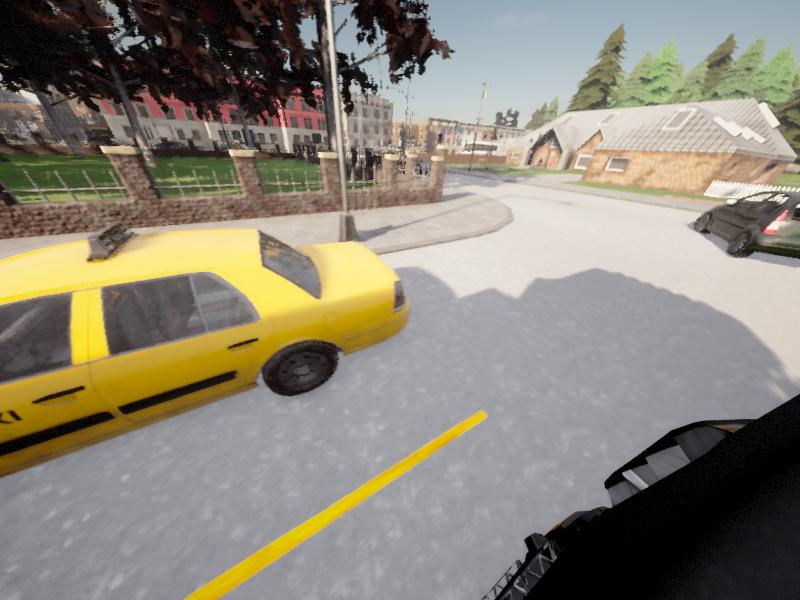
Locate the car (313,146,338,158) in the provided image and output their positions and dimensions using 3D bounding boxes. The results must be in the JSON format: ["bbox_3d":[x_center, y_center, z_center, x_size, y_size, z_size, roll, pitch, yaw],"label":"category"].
[{"bbox_3d":[-13.437,-26.866,41.924,3.633,1.501,1.845,8,34,8],"label":"car"}]

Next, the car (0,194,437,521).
[{"bbox_3d":[-2.476,0.198,2.026,5.366,1.575,1.801,-16,38,-25],"label":"car"}]

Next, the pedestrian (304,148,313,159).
[{"bbox_3d":[-12.842,-20.531,32.428,0.751,1.300,0.751,-17,38,-27],"label":"pedestrian"}]

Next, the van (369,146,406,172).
[{"bbox_3d":[-1.420,-15.220,24.852,2.069,2.038,4.480,-16,38,-26],"label":"van"}]

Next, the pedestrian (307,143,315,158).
[{"bbox_3d":[-13.394,-22.480,34.810,0.751,1.860,0.751,-2,34,-7],"label":"pedestrian"}]

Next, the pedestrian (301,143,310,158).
[{"bbox_3d":[-14.167,-22.354,34.563,0.751,1.860,0.751,3,34,0],"label":"pedestrian"}]

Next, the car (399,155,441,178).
[{"bbox_3d":[1.668,-11.922,20.585,1.845,1.501,3.633,-16,38,-26],"label":"car"}]

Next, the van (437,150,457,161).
[{"bbox_3d":[11.550,-35.411,56.585,4.442,1.987,1.775,-16,38,-26],"label":"van"}]

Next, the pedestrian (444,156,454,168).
[{"bbox_3d":[6.121,-17.283,28.942,0.751,1.300,0.751,-10,36,-18],"label":"pedestrian"}]

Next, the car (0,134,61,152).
[{"bbox_3d":[-42.166,-17.444,25.657,4.514,1.525,2.007,-16,38,-26],"label":"car"}]

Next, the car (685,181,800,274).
[{"bbox_3d":[10.736,-2.265,6.676,1.851,1.617,3.988,22,38,26],"label":"car"}]

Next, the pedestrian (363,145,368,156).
[{"bbox_3d":[-7.727,-33.136,51.234,0.751,1.860,0.751,-19,39,-29],"label":"pedestrian"}]

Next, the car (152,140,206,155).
[{"bbox_3d":[-30.121,-20.881,31.737,4.892,1.490,1.837,-17,38,-26],"label":"car"}]

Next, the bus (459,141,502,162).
[{"bbox_3d":[21.181,-39.009,60.647,10.273,4.253,3.944,-16,38,-26],"label":"bus"}]

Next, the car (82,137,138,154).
[{"bbox_3d":[-35.945,-19.238,28.786,3.705,1.549,1.789,-16,38,-26],"label":"car"}]

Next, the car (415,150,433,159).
[{"bbox_3d":[5.443,-33.651,53.508,3.633,1.501,1.845,-16,38,-26],"label":"car"}]

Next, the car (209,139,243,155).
[{"bbox_3d":[-27.555,-24.326,36.743,3.866,1.878,1.905,-16,38,-26],"label":"car"}]

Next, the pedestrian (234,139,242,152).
[{"bbox_3d":[-28.809,-27.409,41.078,0.751,1.860,0.751,-14,37,-24],"label":"pedestrian"}]
